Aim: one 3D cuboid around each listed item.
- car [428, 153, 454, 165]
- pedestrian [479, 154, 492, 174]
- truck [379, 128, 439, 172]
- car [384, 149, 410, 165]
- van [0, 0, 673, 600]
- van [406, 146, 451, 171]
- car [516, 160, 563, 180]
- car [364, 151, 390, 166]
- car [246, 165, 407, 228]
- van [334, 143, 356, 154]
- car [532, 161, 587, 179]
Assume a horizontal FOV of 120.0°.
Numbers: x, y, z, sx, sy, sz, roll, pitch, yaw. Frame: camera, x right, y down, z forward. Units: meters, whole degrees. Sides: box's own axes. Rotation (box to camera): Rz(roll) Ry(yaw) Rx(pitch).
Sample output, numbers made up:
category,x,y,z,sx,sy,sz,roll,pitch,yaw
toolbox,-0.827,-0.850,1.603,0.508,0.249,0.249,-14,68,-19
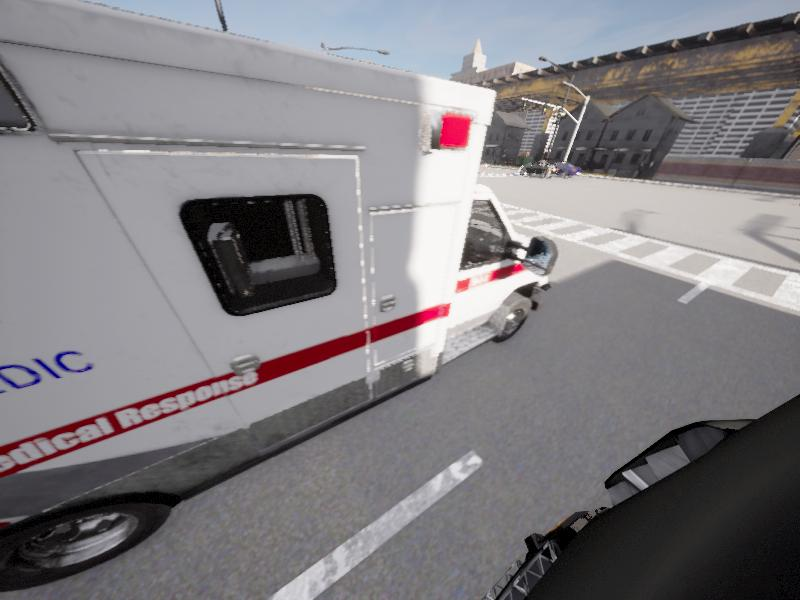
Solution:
category,x,y,z,sx,sy,sz,roll,pitch,yaw
car,7.380,-25.551,41.813,1.837,1.490,4.892,-16,38,-27
pedestrian,9.551,-15.156,25.833,0.751,1.860,0.751,-27,44,-37
truck,0.647,-17.795,27.497,2.891,3.827,8.468,-16,38,-26
car,-0.549,-21.979,35.525,1.932,1.855,4.605,-16,38,-26
van,-1.026,-0.280,2.116,6.366,2.431,2.351,-16,38,-26
van,3.424,-18.369,29.822,2.351,2.431,6.366,-16,38,-25
car,15.018,-14.226,25.115,1.789,1.549,3.705,-16,38,-26
car,-3.425,-20.791,33.881,1.837,1.490,4.892,-16,38,-26
car,-2.408,-3.912,8.335,5.008,1.535,1.882,-15,37,-25
van,-16.077,-44.270,67.626,5.915,2.561,1.988,18,37,23
car,18.129,-14.968,26.543,1.812,1.442,4.674,-16,38,-26
